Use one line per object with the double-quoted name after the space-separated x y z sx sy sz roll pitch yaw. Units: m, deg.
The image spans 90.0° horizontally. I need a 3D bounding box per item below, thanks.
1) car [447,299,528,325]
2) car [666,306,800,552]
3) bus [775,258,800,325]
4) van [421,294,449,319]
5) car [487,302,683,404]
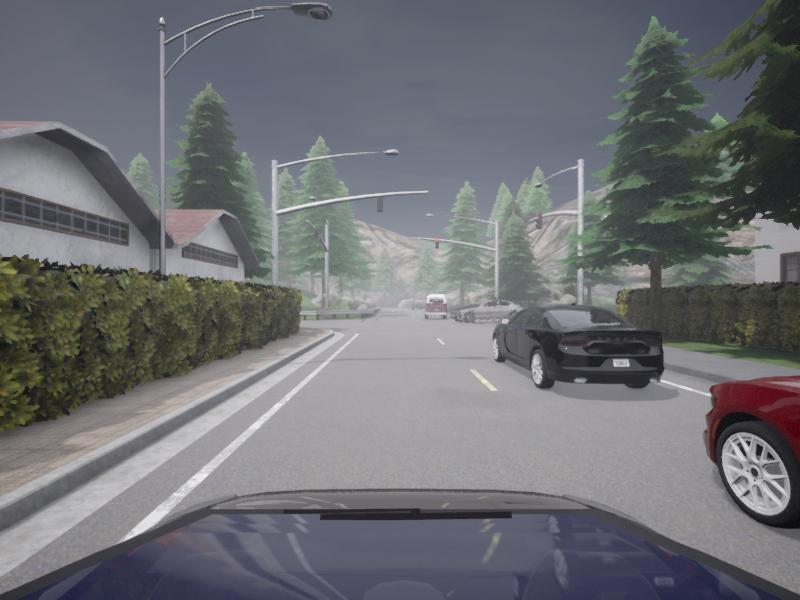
6.028 0.768 27.636 5.027 1.651 2.152 0 0 -14 "car"
3.475 0.823 1.271 1.882 1.535 5.008 0 0 -1 "car"
30.526 -0.549 25.148 10.273 4.253 3.944 0 0 0 "bus"
2.982 0.566 34.707 2.069 2.038 4.480 1 0 1 "van"
3.393 0.823 8.653 1.882 1.535 5.008 0 0 -1 "car"
